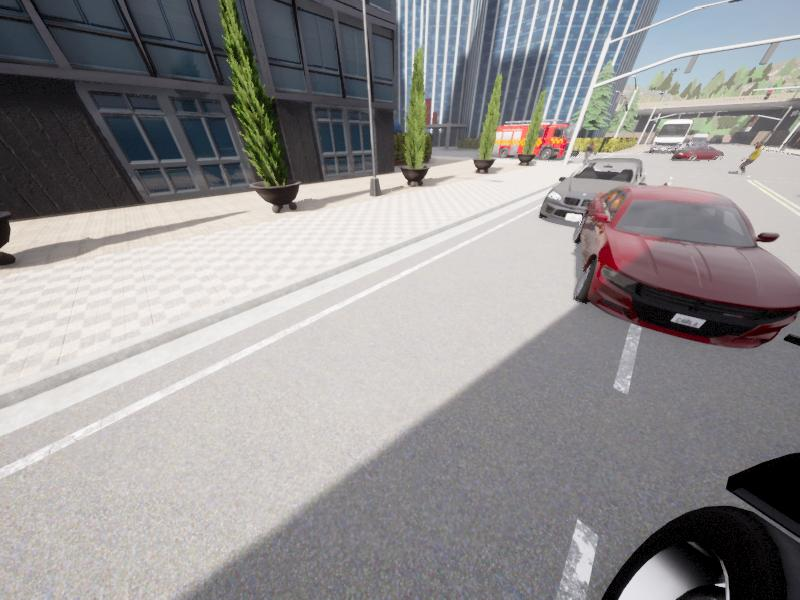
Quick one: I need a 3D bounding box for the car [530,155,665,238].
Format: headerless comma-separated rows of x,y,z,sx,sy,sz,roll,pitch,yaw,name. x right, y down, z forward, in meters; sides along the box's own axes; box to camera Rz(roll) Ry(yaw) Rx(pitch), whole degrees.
6.646,-3.718,7.710,4.611,1.667,2.242,-30,44,-35,car

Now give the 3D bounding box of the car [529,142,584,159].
19.813,-19.057,29.414,5.238,1.638,1.930,29,45,35,car

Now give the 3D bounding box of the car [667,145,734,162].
32.608,-16.000,25.206,4.181,1.385,1.994,-1,35,-2,car

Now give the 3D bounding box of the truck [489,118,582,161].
15.817,-19.308,27.904,2.891,3.827,8.468,-30,45,-35,truck

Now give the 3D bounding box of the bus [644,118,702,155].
43.206,-25.910,36.699,3.944,4.253,10.273,30,45,35,bus

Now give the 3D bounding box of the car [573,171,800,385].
4.631,-1.203,4.251,1.882,1.535,5.008,19,39,26,car

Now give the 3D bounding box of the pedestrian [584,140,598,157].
25.521,-20.291,30.889,0.751,1.860,0.751,29,44,34,pedestrian

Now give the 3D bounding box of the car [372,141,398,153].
-2.877,-28.932,43.633,4.856,1.649,2.033,29,45,35,car

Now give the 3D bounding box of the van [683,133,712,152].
51.785,-27.457,40.319,1.988,2.561,5.915,30,45,35,van

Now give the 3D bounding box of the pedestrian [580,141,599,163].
19.259,-15.067,23.517,0.751,1.860,0.751,-30,45,-35,pedestrian

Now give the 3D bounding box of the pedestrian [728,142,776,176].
23.301,-9.341,15.347,0.751,1.860,0.751,18,39,24,pedestrian

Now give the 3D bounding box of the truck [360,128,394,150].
-5.294,-36.824,52.958,8.468,3.827,2.891,29,45,35,truck

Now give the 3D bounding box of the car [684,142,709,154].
46.331,-23.817,36.140,1.812,1.442,4.674,30,45,35,car
